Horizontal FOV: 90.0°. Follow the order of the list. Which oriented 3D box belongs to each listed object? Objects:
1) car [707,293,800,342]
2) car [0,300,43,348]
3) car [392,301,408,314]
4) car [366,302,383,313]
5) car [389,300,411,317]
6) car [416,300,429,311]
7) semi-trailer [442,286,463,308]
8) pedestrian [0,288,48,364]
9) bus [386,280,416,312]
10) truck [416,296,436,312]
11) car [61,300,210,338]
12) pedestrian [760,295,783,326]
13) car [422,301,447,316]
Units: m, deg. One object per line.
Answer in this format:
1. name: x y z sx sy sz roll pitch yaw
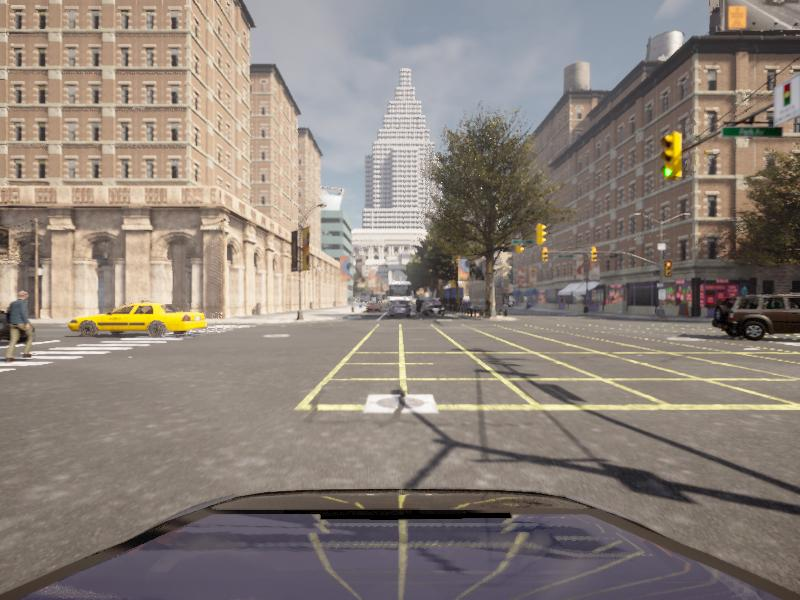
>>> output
1. car: 15.325 0.657 15.906 4.605 1.855 1.932 0 0 21
2. car: -15.437 0.792 14.111 3.988 1.617 1.851 0 0 0
3. car: -0.001 0.858 47.302 1.837 1.490 4.892 0 0 0
4. car: -3.250 0.953 51.118 1.895 1.301 4.718 0 0 0
5. car: -0.003 0.789 40.172 2.033 1.649 4.856 0 0 0
6. car: 3.499 0.822 63.093 1.801 1.575 5.366 0 0 0
7. semi-trailer: 11.501 -0.595 88.403 2.717 4.402 14.254 0 0 0
8. pedestrian: -9.701 0.640 10.232 0.751 1.860 0.751 0 0 8
9. bus: 0.130 -0.518 57.677 3.944 4.253 10.273 0 0 0
10. truck: 3.500 0.558 54.993 2.390 2.098 6.274 0 0 0
11. car: -11.454 0.806 17.575 5.366 1.575 1.801 0 0 1
12. pedestrian: 22.728 0.644 24.485 0.751 1.860 0.751 0 0 -2
13. car: 3.501 0.848 41.336 2.128 1.511 4.902 0 0 0
